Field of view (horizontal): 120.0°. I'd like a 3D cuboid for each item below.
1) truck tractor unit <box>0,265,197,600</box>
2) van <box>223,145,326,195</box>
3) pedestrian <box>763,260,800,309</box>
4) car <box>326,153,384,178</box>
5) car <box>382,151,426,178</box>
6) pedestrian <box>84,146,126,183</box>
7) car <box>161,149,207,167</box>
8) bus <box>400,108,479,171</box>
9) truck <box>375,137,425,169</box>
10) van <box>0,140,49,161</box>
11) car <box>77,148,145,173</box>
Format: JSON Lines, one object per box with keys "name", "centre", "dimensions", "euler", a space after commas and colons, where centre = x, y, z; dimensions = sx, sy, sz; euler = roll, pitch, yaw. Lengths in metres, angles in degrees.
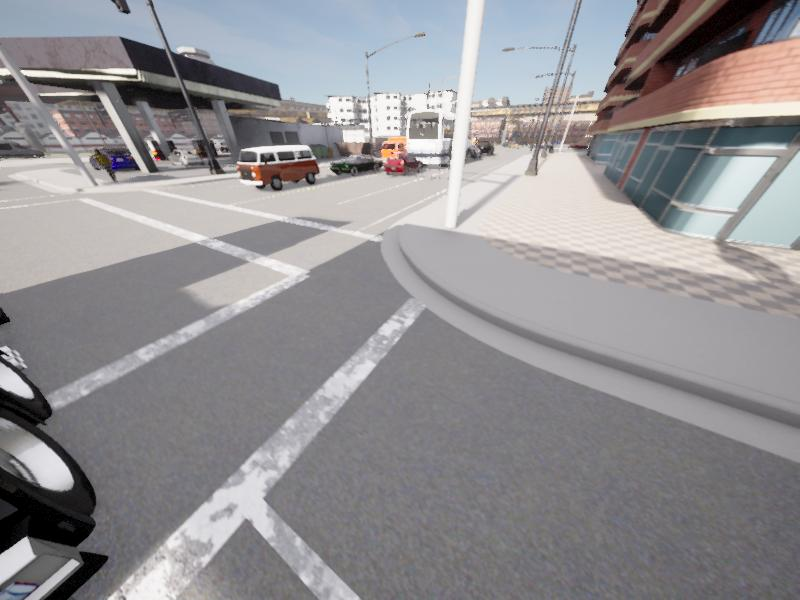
{"name": "truck tractor unit", "centre": [-5.115, -0.295, 0.783], "dimensions": [6.516, 4.208, 3.053], "euler": [18, 39, 24]}
{"name": "van", "centre": [-6.788, -7.599, 13.209], "dimensions": [2.069, 2.038, 4.480], "euler": [17, 38, 23]}
{"name": "pedestrian", "centre": [6.324, -0.674, 2.967], "dimensions": [0.751, 1.860, 0.751], "euler": [-5, 35, -7]}
{"name": "car", "centre": [-3.393, -10.755, 18.367], "dimensions": [1.895, 1.301, 4.718], "euler": [17, 39, 24]}
{"name": "car", "centre": [0.377, -10.631, 17.948], "dimensions": [1.845, 1.501, 3.633], "euler": [17, 39, 24]}
{"name": "pedestrian", "centre": [-17.862, -8.197, 14.029], "dimensions": [0.751, 1.860, 0.751], "euler": [25, 42, 31]}
{"name": "car", "centre": [-23.045, -15.208, 24.696], "dimensions": [3.806, 1.475, 1.970], "euler": [18, 39, 25]}
{"name": "bus", "centre": [4.260, -15.956, 23.185], "dimensions": [3.944, 4.253, 10.273], "euler": [18, 39, 24]}
{"name": "truck", "centre": [0.141, -14.902, 23.267], "dimensions": [2.627, 2.467, 5.204], "euler": [17, 39, 24]}
{"name": "van", "centre": [-59.574, -22.852, 35.198], "dimensions": [1.988, 2.561, 5.915], "euler": [18, 39, 24]}
{"name": "car", "centre": [-25.248, -12.269, 20.210], "dimensions": [4.611, 1.667, 2.242], "euler": [18, 39, 25]}
